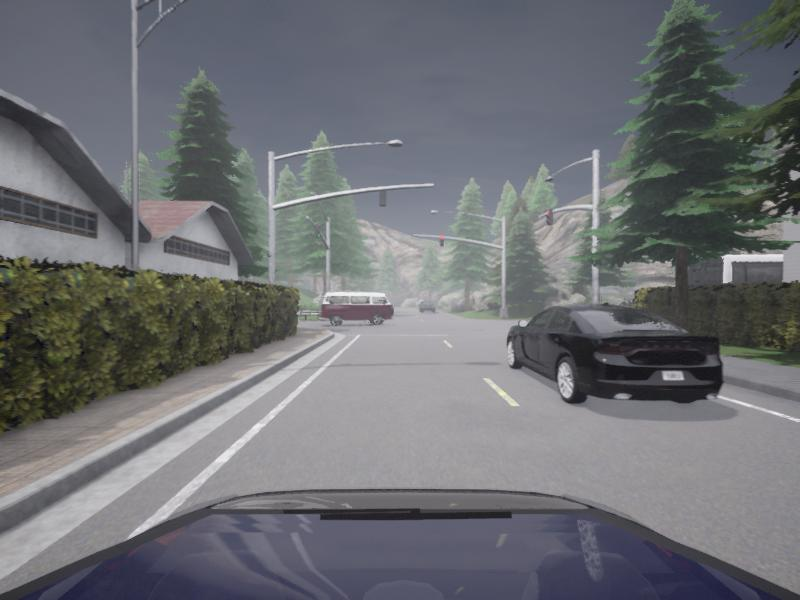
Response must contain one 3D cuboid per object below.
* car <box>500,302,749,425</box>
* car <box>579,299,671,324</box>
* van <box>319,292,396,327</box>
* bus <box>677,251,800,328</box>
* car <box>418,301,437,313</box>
[{"bbox_3d":[3.478,0.812,7.573,1.882,1.535,5.008,0,0,0],"label":"car"},{"bbox_3d":[15.239,0.730,27.288,5.027,1.651,2.152,0,0,0],"label":"car"},{"bbox_3d":[-2.638,0.534,24.509,4.480,2.038,2.069,0,1,-12],"label":"van"},{"bbox_3d":[23.048,-0.579,23.871,10.273,4.253,3.944,0,0,0],"label":"bus"},{"bbox_3d":[3.371,0.831,50.383,2.033,1.411,5.357,0,0,0],"label":"car"}]
